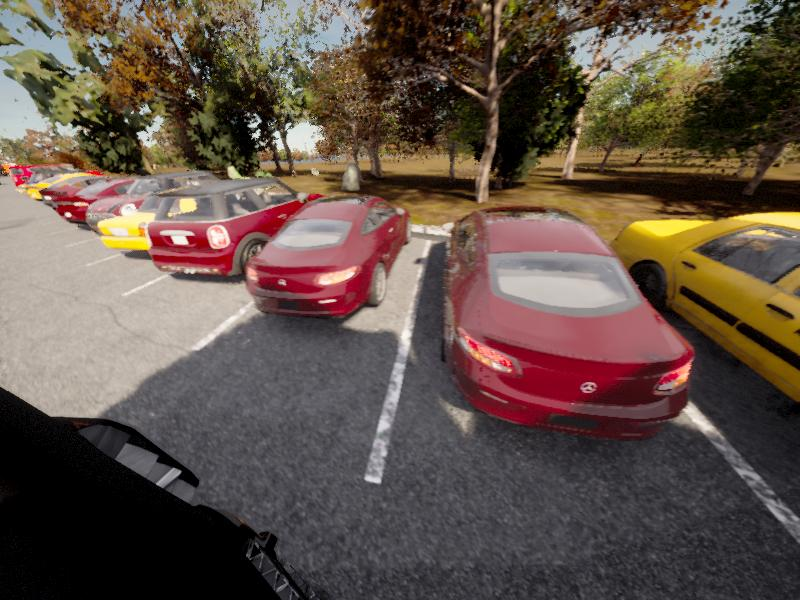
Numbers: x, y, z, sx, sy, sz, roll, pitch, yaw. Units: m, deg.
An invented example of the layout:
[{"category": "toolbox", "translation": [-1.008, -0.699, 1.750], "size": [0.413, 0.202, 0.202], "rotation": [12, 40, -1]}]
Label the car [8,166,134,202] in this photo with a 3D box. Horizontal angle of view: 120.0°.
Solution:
[{"category": "car", "translation": [-23.509, -8.575, 16.877], "size": [2.185, 1.767, 4.553], "rotation": [6, 34, 13]}]

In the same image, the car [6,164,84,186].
[{"category": "car", "translation": [-43.190, -15.365, 28.321], "size": [1.878, 1.987, 4.442], "rotation": [7, 34, 13]}]

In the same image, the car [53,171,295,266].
[{"category": "car", "translation": [-5.997, -2.992, 7.441], "size": [1.946, 1.575, 5.366], "rotation": [4, 34, 11]}]

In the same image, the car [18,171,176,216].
[{"category": "car", "translation": [-16.058, -6.030, 12.795], "size": [2.163, 1.488, 4.792], "rotation": [5, 34, 12]}]

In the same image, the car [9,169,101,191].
[{"category": "car", "translation": [-35.784, -12.686, 24.223], "size": [2.163, 1.488, 4.792], "rotation": [6, 34, 13]}]

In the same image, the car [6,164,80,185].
[{"category": "car", "translation": [-45.647, -16.213, 29.774], "size": [1.878, 1.987, 4.442], "rotation": [7, 34, 13]}]

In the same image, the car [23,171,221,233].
[{"category": "car", "translation": [-11.070, -4.441, 9.991], "size": [2.097, 1.535, 5.008], "rotation": [5, 34, 12]}]

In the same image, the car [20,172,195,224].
[{"category": "car", "translation": [-13.569, -5.193, 11.356], "size": [2.163, 1.488, 4.792], "rotation": [6, 34, 12]}]

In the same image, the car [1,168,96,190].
[{"category": "car", "translation": [-38.289, -13.444, 25.482], "size": [1.946, 1.575, 5.366], "rotation": [7, 35, 13]}]

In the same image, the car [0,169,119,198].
[{"category": "car", "translation": [-28.462, -10.058, 19.684], "size": [1.946, 1.575, 5.366], "rotation": [6, 34, 13]}]

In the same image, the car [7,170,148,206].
[{"category": "car", "translation": [-21.030, -7.657, 15.547], "size": [2.097, 1.535, 5.008], "rotation": [6, 34, 13]}]

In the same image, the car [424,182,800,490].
[{"category": "car", "translation": [1.588, -0.585, 3.347], "size": [2.002, 1.452, 4.674], "rotation": [4, 34, 10]}]

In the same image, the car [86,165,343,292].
[{"category": "car", "translation": [-3.514, -2.211, 5.863], "size": [2.185, 1.767, 4.553], "rotation": [4, 34, 11]}]

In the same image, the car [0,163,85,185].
[{"category": "car", "translation": [-48.071, -17.163, 31.332], "size": [2.435, 2.045, 5.566], "rotation": [6, 34, 13]}]

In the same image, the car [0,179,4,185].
[{"category": "car", "translation": [-56.232, -16.521, 31.418], "size": [3.988, 1.617, 1.851], "rotation": [19, 40, 29]}]

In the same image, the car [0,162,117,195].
[{"category": "car", "translation": [-30.884, -11.224, 21.164], "size": [2.435, 2.045, 5.566], "rotation": [6, 34, 13]}]

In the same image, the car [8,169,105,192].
[{"category": "car", "translation": [-33.336, -11.805, 22.722], "size": [2.163, 1.488, 4.792], "rotation": [6, 34, 13]}]

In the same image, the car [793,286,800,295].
[{"category": "car", "translation": [6.743, 0.746, 0.895], "size": [1.946, 1.575, 5.366], "rotation": [4, 34, 10]}]

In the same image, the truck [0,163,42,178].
[{"category": "truck", "translation": [-86.210, -29.676, 52.740], "size": [2.627, 2.467, 5.204], "rotation": [-23, 39, -26]}]

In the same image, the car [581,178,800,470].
[{"category": "car", "translation": [4.118, 0.218, 1.876], "size": [1.946, 1.575, 5.366], "rotation": [4, 34, 10]}]

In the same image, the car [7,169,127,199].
[{"category": "car", "translation": [-25.964, -9.315, 18.396], "size": [2.231, 1.521, 4.892], "rotation": [6, 34, 13]}]

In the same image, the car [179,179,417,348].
[{"category": "car", "translation": [-0.962, -1.331, 4.655], "size": [2.002, 1.452, 4.674], "rotation": [4, 34, 10]}]

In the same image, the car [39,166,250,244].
[{"category": "car", "translation": [-8.547, -3.783, 8.593], "size": [2.185, 1.767, 4.553], "rotation": [5, 34, 11]}]

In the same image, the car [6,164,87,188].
[{"category": "car", "translation": [-40.733, -14.516, 26.868], "size": [1.878, 1.987, 4.442], "rotation": [7, 34, 13]}]
